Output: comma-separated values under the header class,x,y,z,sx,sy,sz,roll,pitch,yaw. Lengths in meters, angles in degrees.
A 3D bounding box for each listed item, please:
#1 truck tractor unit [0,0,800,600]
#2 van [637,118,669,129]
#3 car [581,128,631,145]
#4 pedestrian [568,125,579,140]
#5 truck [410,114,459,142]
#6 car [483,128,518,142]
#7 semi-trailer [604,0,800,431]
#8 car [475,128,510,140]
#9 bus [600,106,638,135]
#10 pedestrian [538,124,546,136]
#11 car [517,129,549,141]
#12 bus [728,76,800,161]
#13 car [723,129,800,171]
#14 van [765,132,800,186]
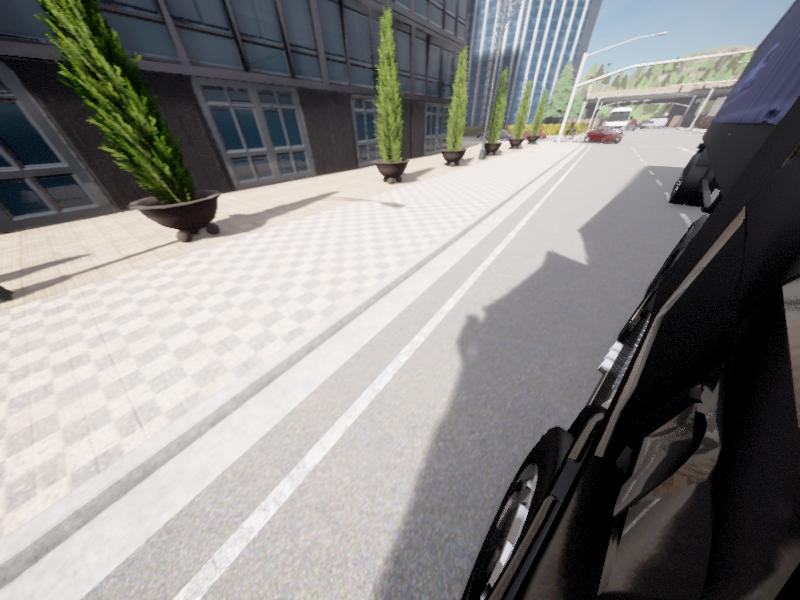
class,x,y,z,sx,sy,sz,roll,pitch,yaw
truck tractor unit,2.645,-0.295,0.351,6.516,4.208,3.053,-28,44,-30
van,75.514,-52.569,68.936,5.915,2.561,1.988,1,36,3
car,24.816,-19.968,28.101,1.882,1.535,5.008,2,37,3
pedestrian,27.032,-26.105,35.952,0.751,1.860,0.751,14,40,21
truck,6.248,-31.917,43.034,8.468,3.827,2.891,22,43,29
car,16.373,-26.916,37.692,4.611,1.667,2.242,22,43,29
semi-trailer,8.399,-3.751,4.560,14.254,4.402,2.717,-31,46,-33
car,16.361,-29.483,41.168,5.238,1.638,1.930,22,43,29
bus,44.295,-36.337,47.026,3.944,4.253,10.273,23,43,29
pedestrian,28.437,-34.045,46.317,0.751,1.860,0.751,25,44,31
car,21.890,-27.184,38.071,4.181,1.385,1.994,21,42,28
bus,27.717,-12.032,15.029,3.944,4.253,10.273,23,43,29
car,20.424,-8.209,12.491,2.128,1.511,4.902,23,43,29
van,15.939,-4.819,7.351,2.351,2.431,6.366,23,43,29
